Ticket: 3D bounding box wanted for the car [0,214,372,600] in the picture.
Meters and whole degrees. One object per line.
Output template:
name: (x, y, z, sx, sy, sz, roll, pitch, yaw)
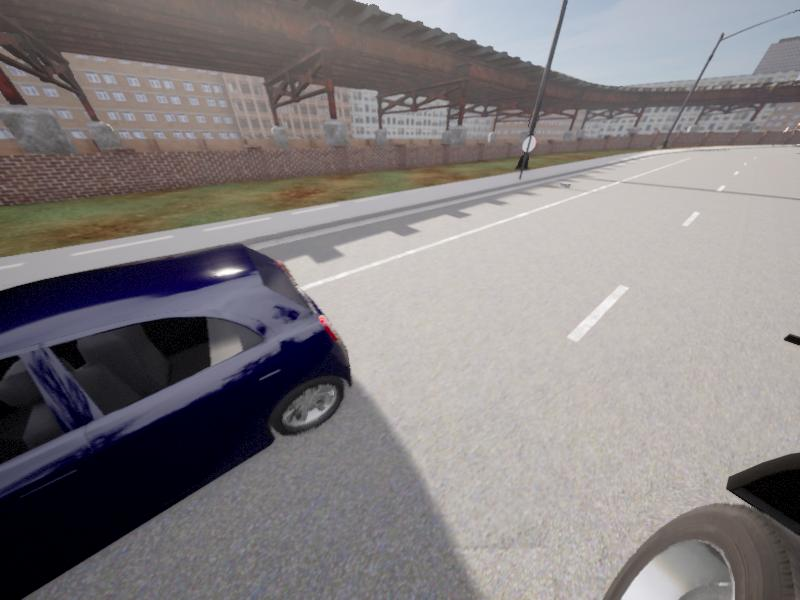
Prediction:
car: (-2.299, 0.685, 1.637, 3.633, 1.501, 1.845, -24, 42, -29)
